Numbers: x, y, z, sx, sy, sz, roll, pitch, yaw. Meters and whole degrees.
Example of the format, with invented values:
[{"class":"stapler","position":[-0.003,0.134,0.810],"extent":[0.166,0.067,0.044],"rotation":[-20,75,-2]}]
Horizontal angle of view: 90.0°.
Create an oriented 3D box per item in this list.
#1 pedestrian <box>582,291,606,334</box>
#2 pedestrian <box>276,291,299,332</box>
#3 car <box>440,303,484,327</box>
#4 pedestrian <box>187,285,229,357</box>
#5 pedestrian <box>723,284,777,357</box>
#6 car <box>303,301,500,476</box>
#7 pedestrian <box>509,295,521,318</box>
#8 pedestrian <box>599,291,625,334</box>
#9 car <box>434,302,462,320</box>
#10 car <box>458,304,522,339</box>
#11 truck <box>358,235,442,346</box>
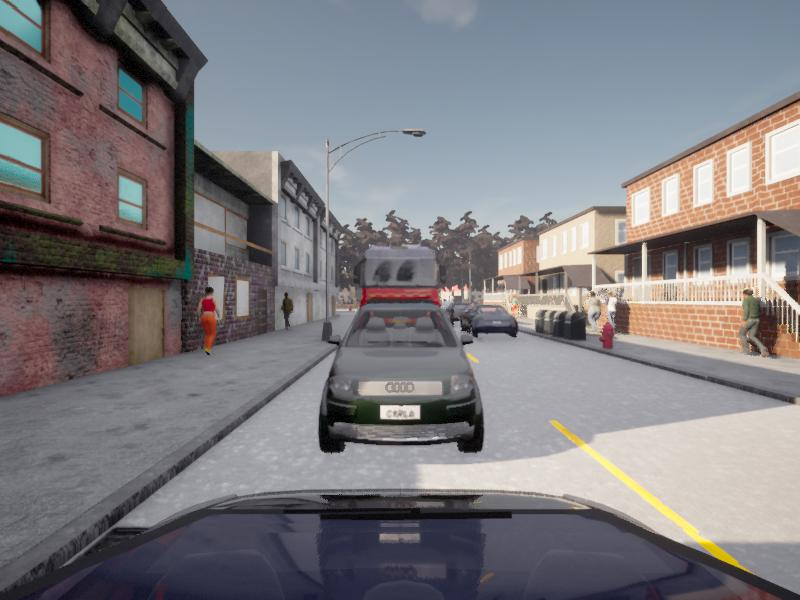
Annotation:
[{"class":"pedestrian","position":[8.630,0.533,17.809],"extent":[0.751,1.860,0.751],"rotation":[0,0,5]},{"class":"pedestrian","position":[-5.325,0.533,18.941],"extent":[0.751,1.860,0.751],"rotation":[0,0,21]},{"class":"car","position":[3.970,0.895,26.452],"extent":[2.033,1.411,5.357],"rotation":[0,0,0]},{"class":"pedestrian","position":[-5.133,0.533,10.731],"extent":[0.751,1.860,0.751],"rotation":[0,0,2]},{"class":"pedestrian","position":[9.215,0.533,10.563],"extent":[0.751,1.860,0.751],"rotation":[0,0,0]},{"class":"car","position":[0.007,0.809,5.484],"extent":[1.789,1.549,3.705],"rotation":[0,1,0]},{"class":"pedestrian","position":[9.287,0.533,32.367],"extent":[0.751,1.860,0.751],"rotation":[0,0,-2]},{"class":"pedestrian","position":[9.229,0.533,17.423],"extent":[0.751,1.860,0.751],"rotation":[0,0,0]},{"class":"car","position":[3.915,0.870,33.546],"extent":[1.812,1.442,4.674],"rotation":[0,0,0]},{"class":"car","position":[3.987,0.906,18.501],"extent":[1.994,1.385,4.181],"rotation":[0,0,0]},{"class":"truck","position":[-0.020,-0.322,18.062],"extent":[2.891,3.827,8.468],"rotation":[0,0,0]}]
